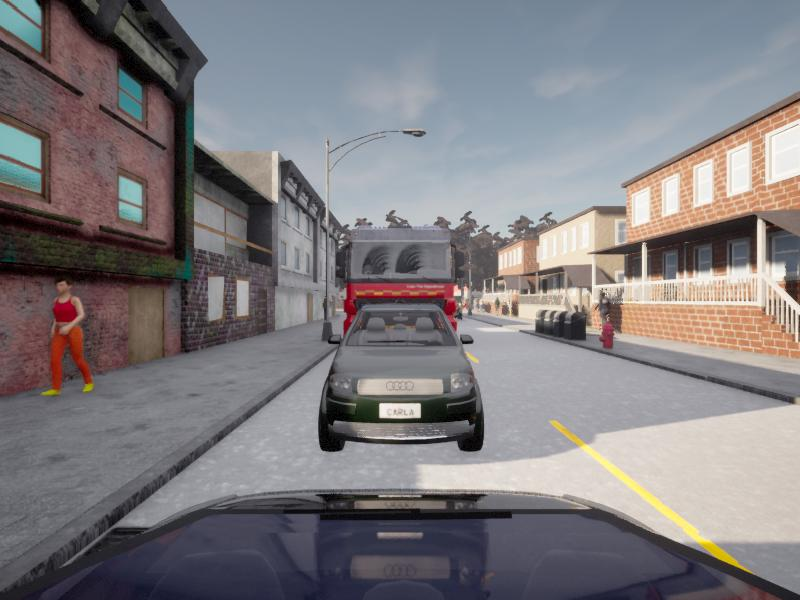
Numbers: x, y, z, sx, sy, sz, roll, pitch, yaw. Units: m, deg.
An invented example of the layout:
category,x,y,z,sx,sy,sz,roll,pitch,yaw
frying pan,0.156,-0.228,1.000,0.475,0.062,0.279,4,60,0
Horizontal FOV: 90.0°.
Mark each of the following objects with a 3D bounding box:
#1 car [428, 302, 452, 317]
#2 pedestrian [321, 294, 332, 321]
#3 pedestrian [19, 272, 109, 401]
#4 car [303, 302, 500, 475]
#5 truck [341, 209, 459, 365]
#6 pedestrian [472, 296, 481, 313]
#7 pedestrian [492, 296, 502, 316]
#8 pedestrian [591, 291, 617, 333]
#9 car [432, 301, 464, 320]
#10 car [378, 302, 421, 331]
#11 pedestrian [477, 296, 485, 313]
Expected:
category,x,y,z,sx,sy,sz,roll,pitch,yaw
car,3.944,0.907,39.900,1.994,1.385,4.181,0,0,0
pedestrian,-5.092,0.533,27.684,0.751,1.860,0.751,0,0,-10
pedestrian,-5.127,0.533,6.153,0.751,1.860,0.751,0,0,0
car,0.007,0.815,5.489,1.789,1.549,3.705,0,0,0
truck,-0.010,-0.321,14.022,2.891,3.827,8.468,0,0,0
pedestrian,8.756,0.525,45.878,0.751,1.860,0.751,0,0,-6
pedestrian,9.213,0.533,38.047,0.751,1.860,0.751,0,0,1
pedestrian,9.183,0.533,18.011,0.751,1.860,0.751,0,0,-6
car,3.961,0.826,33.634,2.038,1.542,4.974,0,0,0
car,-0.021,0.851,22.747,2.163,1.488,4.792,0,0,0
pedestrian,9.216,0.525,45.322,0.751,1.860,0.751,0,0,-3
